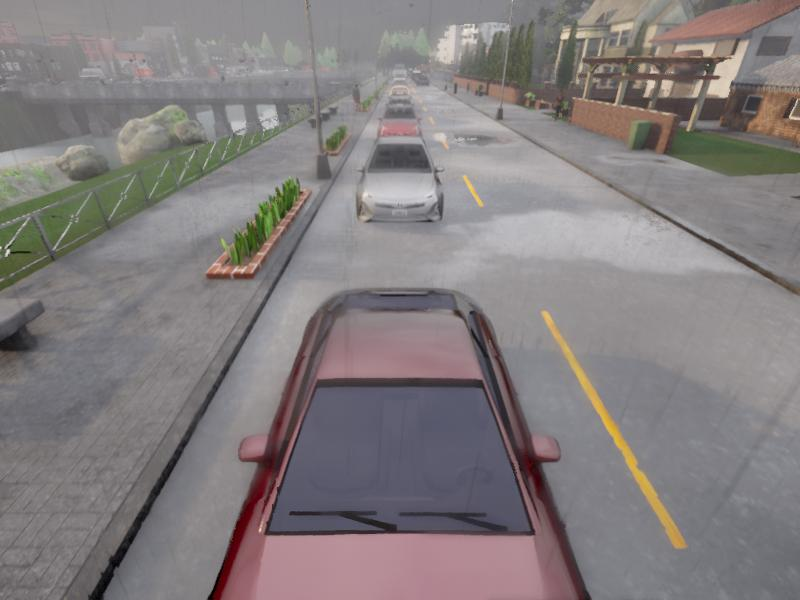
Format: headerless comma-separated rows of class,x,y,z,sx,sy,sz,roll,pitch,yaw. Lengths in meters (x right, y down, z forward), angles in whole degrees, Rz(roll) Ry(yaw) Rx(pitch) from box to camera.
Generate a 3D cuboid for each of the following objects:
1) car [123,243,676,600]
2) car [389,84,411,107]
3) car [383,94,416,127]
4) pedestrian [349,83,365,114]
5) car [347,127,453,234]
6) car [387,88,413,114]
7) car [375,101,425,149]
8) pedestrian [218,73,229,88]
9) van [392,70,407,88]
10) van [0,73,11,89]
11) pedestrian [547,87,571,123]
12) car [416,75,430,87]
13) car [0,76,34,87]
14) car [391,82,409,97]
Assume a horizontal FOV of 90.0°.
car,-0.002,1.023,2.928,1.994,1.385,4.181,0,30,0
car,-0.012,-18.370,35.873,1.882,1.535,5.008,0,30,0
car,-0.008,-11.539,24.260,1.816,1.474,4.193,0,30,0
pedestrian,-2.975,-13.962,27.764,0.751,1.860,0.751,20,36,31
car,-0.004,-3.169,9.904,2.007,1.525,4.514,0,30,0
car,-0.011,-14.963,30.054,1.845,1.501,3.633,0,30,0
car,-0.006,-8.142,18.403,2.007,1.525,4.514,0,30,0
pedestrian,-25.392,-31.551,57.546,0.751,1.860,0.751,19,35,29
van,-0.020,-36.387,65.772,2.351,2.431,6.366,0,30,0
van,-61.699,-32.714,59.873,2.069,2.038,4.480,0,30,0
pedestrian,9.216,-11.327,23.265,0.751,1.860,0.751,-1,30,-1
car,3.981,-38.763,70.723,2.242,1.667,4.611,0,30,0
car,-65.703,-37.312,68.255,1.837,1.490,4.892,0,30,0
car,-0.015,-24.685,46.833,1.994,1.385,4.181,0,30,0
